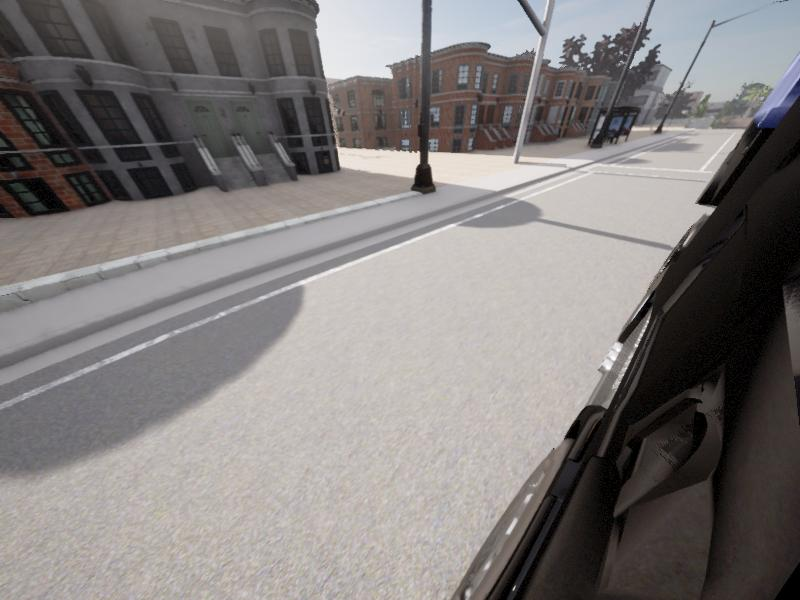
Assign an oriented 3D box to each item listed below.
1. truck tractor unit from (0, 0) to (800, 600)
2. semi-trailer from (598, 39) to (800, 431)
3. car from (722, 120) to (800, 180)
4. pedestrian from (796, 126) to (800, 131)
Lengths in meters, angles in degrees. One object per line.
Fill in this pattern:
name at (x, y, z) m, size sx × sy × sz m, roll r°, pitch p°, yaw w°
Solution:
truck tractor unit at (2.645, -0.295, 0.351) m, size 6.516 × 4.208 × 3.053 m, roll -28°, pitch 44°, yaw -30°
semi-trailer at (8.692, -3.604, 4.241) m, size 14.254 × 4.402 × 2.717 m, roll -28°, pitch 44°, yaw -30°
car at (16.413, -6.633, 10.012) m, size 4.553 × 1.767 × 2.097 m, roll -28°, pitch 44°, yaw -30°
pedestrian at (48.625, -21.215, 27.430) m, size 0.751 × 1.860 × 0.751 m, roll -25°, pitch 42°, yaw -27°
